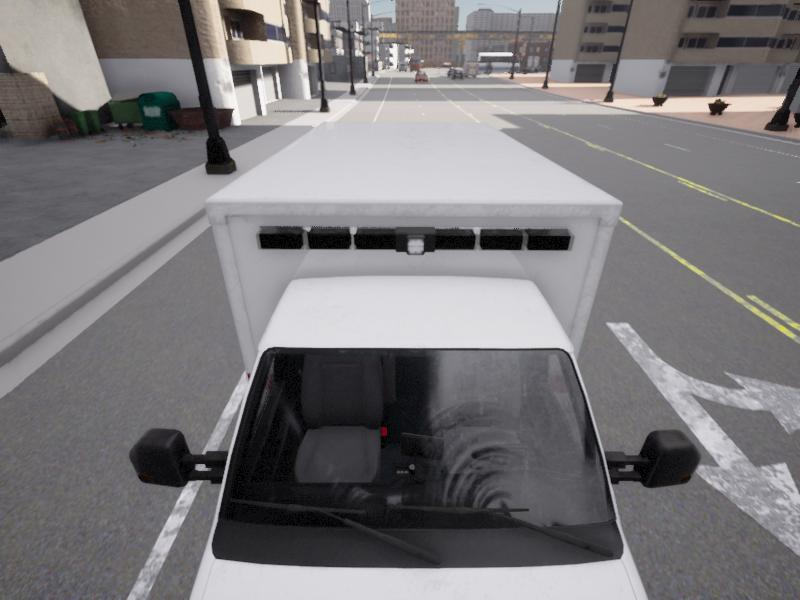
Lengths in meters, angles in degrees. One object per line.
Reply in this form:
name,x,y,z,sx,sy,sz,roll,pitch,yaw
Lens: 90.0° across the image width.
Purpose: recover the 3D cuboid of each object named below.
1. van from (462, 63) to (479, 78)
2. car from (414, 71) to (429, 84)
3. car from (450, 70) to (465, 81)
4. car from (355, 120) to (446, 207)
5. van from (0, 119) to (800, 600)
van,14.101,-46.188,80.434,2.351,2.431,6.366,0,32,0
car,3.584,-37.423,67.272,2.242,1.667,4.611,0,32,0
car,10.592,-41.620,74.034,2.128,1.511,4.902,0,32,0
car,0.021,-4.231,11.867,2.128,1.511,4.902,0,30,0
van,0.066,0.024,3.618,2.351,2.431,6.366,0,30,0
